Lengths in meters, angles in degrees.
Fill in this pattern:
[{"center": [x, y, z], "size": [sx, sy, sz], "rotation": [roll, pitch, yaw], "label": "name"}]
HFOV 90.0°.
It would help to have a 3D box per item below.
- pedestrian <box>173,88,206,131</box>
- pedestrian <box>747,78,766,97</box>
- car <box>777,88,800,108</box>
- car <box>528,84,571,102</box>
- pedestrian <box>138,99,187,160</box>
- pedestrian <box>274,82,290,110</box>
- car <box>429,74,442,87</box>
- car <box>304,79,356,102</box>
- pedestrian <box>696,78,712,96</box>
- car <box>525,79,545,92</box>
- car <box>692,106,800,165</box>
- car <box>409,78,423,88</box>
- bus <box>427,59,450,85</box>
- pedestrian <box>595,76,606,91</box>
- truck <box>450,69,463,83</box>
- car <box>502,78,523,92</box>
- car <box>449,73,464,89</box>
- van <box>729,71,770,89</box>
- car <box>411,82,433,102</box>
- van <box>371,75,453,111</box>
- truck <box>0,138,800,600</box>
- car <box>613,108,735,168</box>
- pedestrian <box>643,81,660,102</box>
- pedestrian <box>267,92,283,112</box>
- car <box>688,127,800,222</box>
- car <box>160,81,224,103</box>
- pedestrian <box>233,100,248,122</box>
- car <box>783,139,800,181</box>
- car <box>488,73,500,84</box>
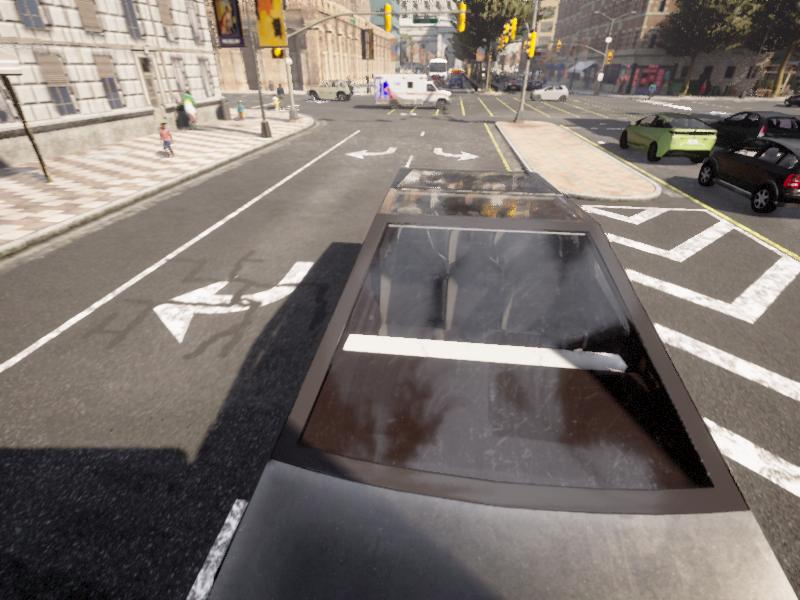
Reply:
[{"center": [-10.424, -9.441, 19.878], "size": [0.751, 1.860, 0.751], "rotation": [7, 31, 11], "label": "pedestrian"}, {"center": [40.899, -24.402, 45.950], "size": [0.751, 1.860, 0.751], "rotation": [0, 30, 0], "label": "pedestrian"}, {"center": [37.150, -17.870, 35.463], "size": [4.792, 1.488, 2.163], "rotation": [4, 30, 5], "label": "car"}, {"center": [15.121, -21.027, 40.615], "size": [3.633, 1.501, 1.845], "rotation": [3, 30, 6], "label": "car"}, {"center": [-8.111, -5.830, 13.721], "size": [0.751, 1.860, 0.751], "rotation": [0, 30, 0], "label": "pedestrian"}, {"center": [-9.326, -16.116, 31.611], "size": [0.751, 1.860, 0.751], "rotation": [4, 30, 6], "label": "pedestrian"}, {"center": [6.095, -37.512, 68.404], "size": [1.905, 1.878, 3.866], "rotation": [4, 30, 6], "label": "car"}, {"center": [-6.859, -20.704, 39.520], "size": [4.605, 1.855, 1.932], "rotation": [5, 30, 7], "label": "car"}, {"center": [35.604, -24.980, 46.890], "size": [0.751, 1.860, 0.751], "rotation": [4, 31, 7], "label": "pedestrian"}, {"center": [19.869, -31.668, 58.954], "size": [1.970, 1.475, 3.806], "rotation": [4, 30, 6], "label": "car"}, {"center": [13.906, -6.652, 15.930], "size": [1.851, 1.617, 3.988], "rotation": [4, 30, 6], "label": "car"}, {"center": [2.730, -36.896, 67.877], "size": [1.895, 1.301, 4.718], "rotation": [4, 30, 6], "label": "car"}, {"center": [7.593, -44.303, 77.668], "size": [3.944, 4.253, 10.273], "rotation": [4, 30, 6], "label": "bus"}, {"center": [27.566, -29.742, 54.965], "size": [0.751, 1.860, 0.751], "rotation": [-2, 30, -3], "label": "pedestrian"}, {"center": [12.302, -49.023, 87.560], "size": [2.627, 2.467, 5.204], "rotation": [4, 30, 6], "label": "truck"}, {"center": [16.201, -31.103, 57.866], "size": [2.038, 1.542, 4.974], "rotation": [4, 30, 6], "label": "car"}, {"center": [9.016, -35.026, 64.009], "size": [2.150, 2.045, 5.566], "rotation": [4, 30, 6], "label": "car"}, {"center": [59.539, -37.587, 68.317], "size": [1.988, 2.561, 5.915], "rotation": [4, 30, 6], "label": "van"}, {"center": [2.331, -21.540, 41.368], "size": [1.882, 1.535, 5.008], "rotation": [4, 30, 6], "label": "car"}, {"center": [1.018, -16.949, 32.619], "size": [6.366, 2.431, 2.351], "rotation": [4, 30, 6], "label": "van"}, {"center": [0.654, 0.095, 3.778], "size": [2.390, 2.098, 6.274], "rotation": [4, 30, 6], "label": "truck"}, {"center": [10.335, -6.452, 15.635], "size": [2.007, 1.525, 4.514], "rotation": [4, 30, 6], "label": "car"}, {"center": [25.689, -21.346, 40.882], "size": [0.751, 1.860, 0.751], "rotation": [4, 30, 6], "label": "pedestrian"}, {"center": [-9.281, -14.719, 29.777], "size": [0.751, 1.300, 0.751], "rotation": [4, 31, 7], "label": "pedestrian"}, {"center": [9.599, -3.369, 10.326], "size": [1.789, 1.549, 3.705], "rotation": [4, 31, 6], "label": "car"}, {"center": [-19.610, -19.675, 37.842], "size": [4.611, 1.667, 2.242], "rotation": [4, 30, 6], "label": "car"}, {"center": [-9.340, -11.089, 23.462], "size": [0.500, 1.100, 0.500], "rotation": [-2, 30, -4], "label": "pedestrian"}, {"center": [13.149, -3.435, 10.530], "size": [1.837, 1.490, 4.892], "rotation": [4, 30, 6], "label": "car"}, {"center": [19.973, -47.118, 84.963], "size": [1.932, 1.855, 4.605], "rotation": [4, 30, 6], "label": "car"}]
